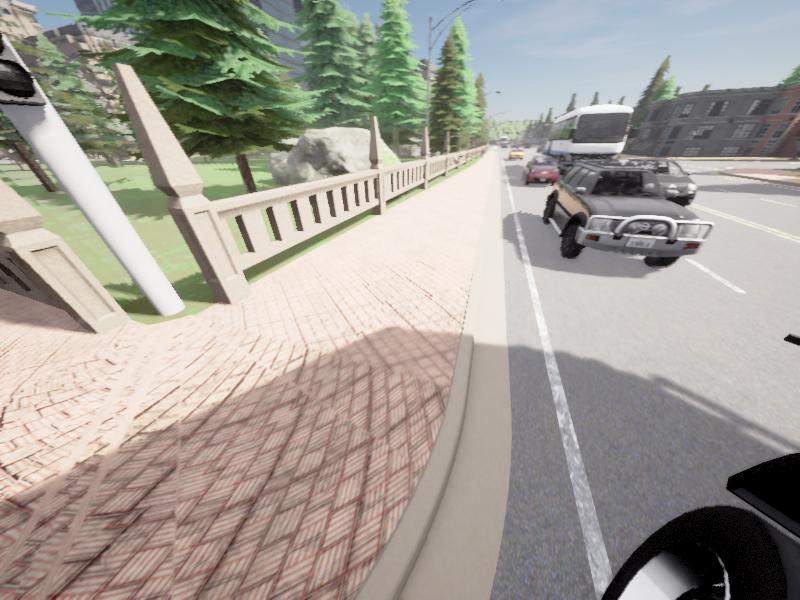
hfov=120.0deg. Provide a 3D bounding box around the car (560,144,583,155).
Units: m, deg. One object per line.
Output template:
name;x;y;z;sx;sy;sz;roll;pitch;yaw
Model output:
car;32.254;-28.377;43.565;2.152;1.651;5.027;10;36;16

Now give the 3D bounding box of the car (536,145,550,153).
car;32.177;-34.181;52.229;1.816;1.474;4.193;10;36;16

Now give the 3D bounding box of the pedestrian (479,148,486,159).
pedestrian;12.231;-21.698;34.217;0.751;1.300;0.751;14;37;21

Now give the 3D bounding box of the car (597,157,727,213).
car;10.599;-5.093;9.895;1.851;1.617;3.988;10;36;16

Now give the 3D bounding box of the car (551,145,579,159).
car;25.050;-22.637;35.306;2.152;1.651;5.027;10;36;16

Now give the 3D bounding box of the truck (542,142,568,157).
truck;27.689;-27.137;41.431;2.390;2.098;6.274;10;36;16

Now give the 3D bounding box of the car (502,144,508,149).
car;38.462;-56.324;84.768;1.895;1.301;4.718;10;36;16

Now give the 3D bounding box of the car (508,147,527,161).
car;16.689;-20.986;33.126;1.801;1.575;5.366;10;36;16

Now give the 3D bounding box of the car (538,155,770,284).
car;5.246;-2.481;5.940;1.932;1.855;4.605;10;37;16

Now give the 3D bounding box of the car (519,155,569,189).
car;8.826;-8.162;14.515;1.845;1.501;3.633;10;36;16

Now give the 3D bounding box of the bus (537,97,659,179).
bus;14.973;-13.125;19.247;3.944;4.253;10.273;10;35;16
